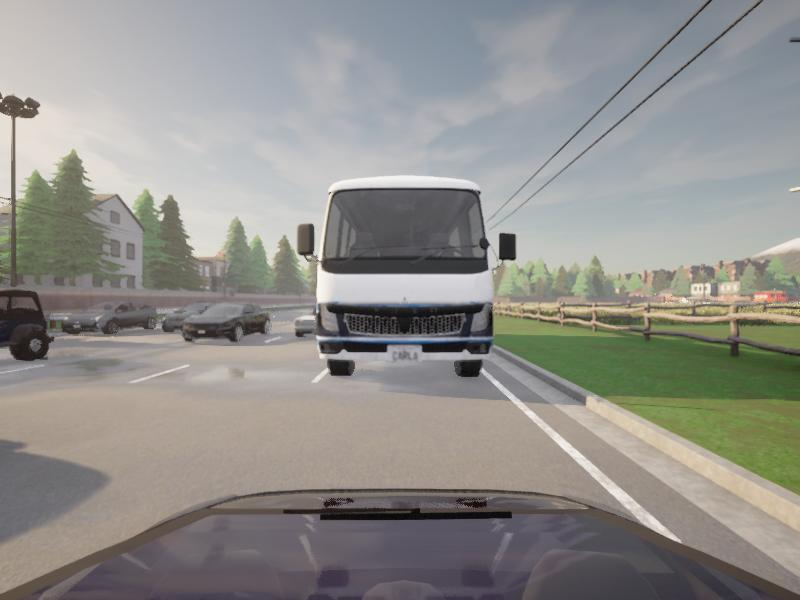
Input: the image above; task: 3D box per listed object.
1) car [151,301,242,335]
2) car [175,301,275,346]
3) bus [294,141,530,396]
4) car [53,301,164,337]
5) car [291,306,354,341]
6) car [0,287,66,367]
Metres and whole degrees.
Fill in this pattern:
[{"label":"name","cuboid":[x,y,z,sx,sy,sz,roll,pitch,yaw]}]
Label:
[{"label":"car","cuboid":[-10.225,0.820,20.642,2.038,1.542,4.974,0,0,1]},{"label":"car","cuboid":[-6.826,0.818,16.318,1.882,1.535,5.008,0,0,1]},{"label":"bus","cuboid":[0.251,-0.538,11.823,3.944,4.253,10.273,0,0,1]},{"label":"car","cuboid":[-13.795,0.823,19.356,2.007,1.525,4.514,0,0,1]},{"label":"car","cuboid":[-3.308,0.938,18.009,1.895,1.301,4.718,0,0,1]},{"label":"car","cuboid":[-10.393,0.643,9.371,1.905,1.878,3.866,0,0,1]}]
